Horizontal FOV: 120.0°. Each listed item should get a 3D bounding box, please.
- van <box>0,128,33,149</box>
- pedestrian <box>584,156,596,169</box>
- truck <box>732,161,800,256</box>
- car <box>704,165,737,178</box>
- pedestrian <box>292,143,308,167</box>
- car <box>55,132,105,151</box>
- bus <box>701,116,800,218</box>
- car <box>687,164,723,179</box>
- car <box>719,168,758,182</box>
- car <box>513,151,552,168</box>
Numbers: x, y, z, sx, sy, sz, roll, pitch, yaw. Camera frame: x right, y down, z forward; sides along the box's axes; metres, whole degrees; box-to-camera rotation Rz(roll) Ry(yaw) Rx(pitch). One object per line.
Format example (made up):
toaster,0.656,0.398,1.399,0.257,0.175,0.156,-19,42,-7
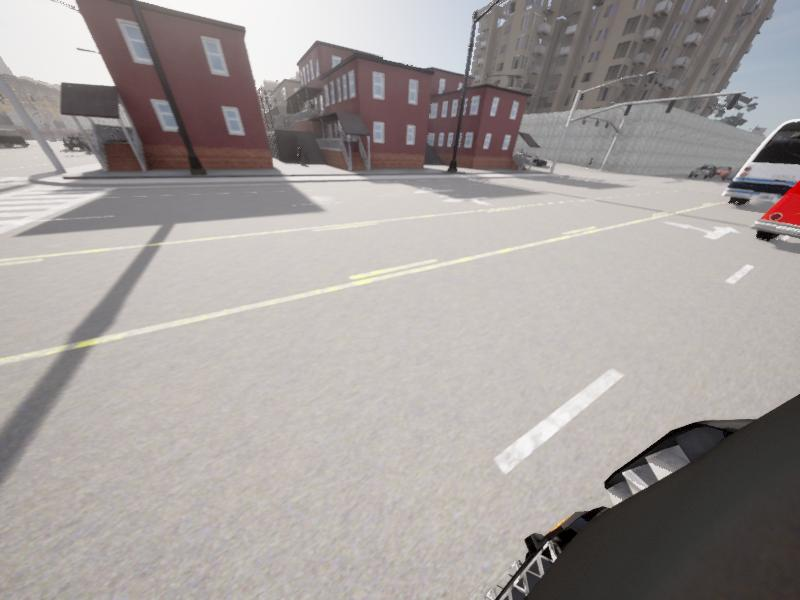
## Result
van,-47.966,-19.499,27.855,1.775,1.987,4.442,-15,37,-25
pedestrian,32.525,-23.624,39.572,0.751,1.860,0.751,-15,38,-25
truck,14.344,-2.785,7.000,5.204,2.467,2.627,-9,36,-17
car,55.415,-22.199,39.932,4.553,1.767,2.097,-15,38,-25
pedestrian,-9.493,-13.776,21.939,0.751,1.860,0.751,27,40,31
car,-41.209,-20.462,29.909,1.932,1.855,4.605,-15,38,-25
bus,24.453,-8.092,14.137,10.273,4.253,3.944,-16,38,-26
car,47.584,-20.073,36.059,4.605,1.855,1.932,-15,38,-25
car,49.457,-18.264,33.708,4.856,1.649,2.033,-15,38,-25
car,21.800,-23.283,38.178,1.930,1.638,5.238,-16,43,-25
